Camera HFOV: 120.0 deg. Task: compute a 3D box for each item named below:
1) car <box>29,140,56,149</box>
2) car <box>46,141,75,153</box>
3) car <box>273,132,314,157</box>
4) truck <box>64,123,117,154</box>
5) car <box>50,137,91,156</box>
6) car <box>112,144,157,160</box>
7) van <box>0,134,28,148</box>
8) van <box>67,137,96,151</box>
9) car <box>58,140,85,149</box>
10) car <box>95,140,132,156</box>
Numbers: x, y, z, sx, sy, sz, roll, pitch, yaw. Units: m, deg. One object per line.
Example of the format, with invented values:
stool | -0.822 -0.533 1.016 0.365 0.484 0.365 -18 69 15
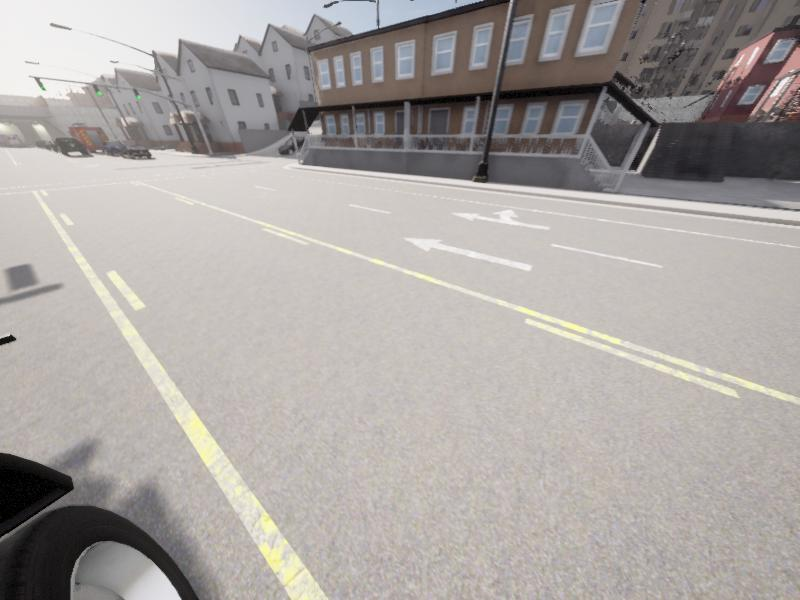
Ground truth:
car | -75.350 -32.816 48.714 4.892 1.490 1.837 18 38 23
car | -55.914 -25.203 38.016 4.892 1.490 1.837 22 41 28
car | -14.691 -21.674 32.161 1.882 1.535 5.008 21 56 27
truck | -50.851 -26.555 37.953 8.468 3.827 2.891 22 41 28
car | -45.500 -21.182 31.892 5.566 2.045 2.150 22 40 29
car | -32.227 -17.972 28.013 5.357 1.411 2.033 20 40 26
van | -88.985 -36.387 52.850 6.366 2.431 2.351 18 39 23
van | -61.031 -29.972 44.286 4.480 2.038 2.069 23 41 28
car | -71.303 -33.780 50.138 4.902 1.511 2.128 20 39 25
car | -40.278 -21.407 32.479 4.553 1.767 2.097 22 41 28
